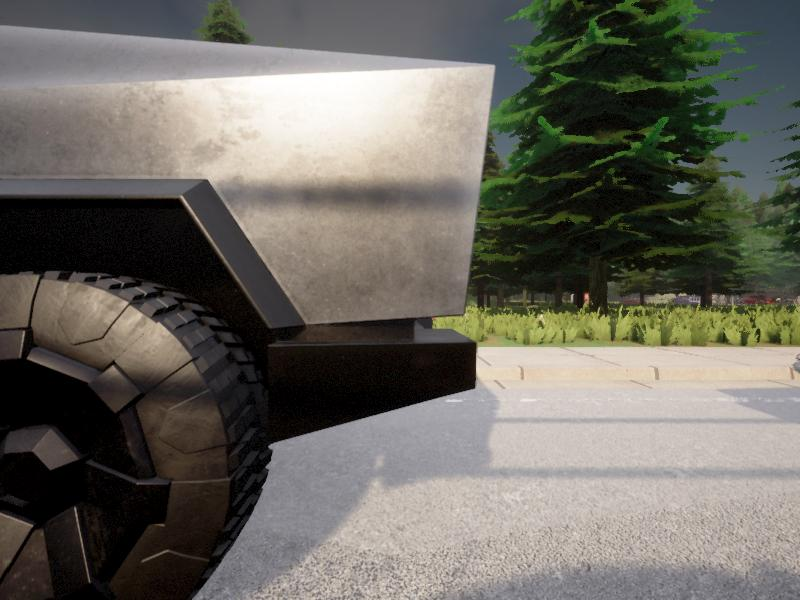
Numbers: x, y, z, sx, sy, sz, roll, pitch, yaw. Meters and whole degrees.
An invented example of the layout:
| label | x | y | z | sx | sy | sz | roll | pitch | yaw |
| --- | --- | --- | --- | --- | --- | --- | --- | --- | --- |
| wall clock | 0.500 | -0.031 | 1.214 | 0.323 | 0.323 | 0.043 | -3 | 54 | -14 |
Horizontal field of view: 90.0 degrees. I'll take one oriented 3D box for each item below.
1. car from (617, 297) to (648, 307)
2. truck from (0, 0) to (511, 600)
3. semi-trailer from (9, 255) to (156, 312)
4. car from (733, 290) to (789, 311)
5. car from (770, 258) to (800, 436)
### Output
| label | x | y | z | sx | sy | sz | roll | pitch | yaw |
| --- | --- | --- | --- | --- | --- | --- | --- | --- | --- |
| car | 34.733 | 0.243 | 59.907 | 1.812 | 1.442 | 4.674 | 0 | 0 | -3 |
| truck | -2.867 | -0.058 | 2.169 | 6.274 | 2.098 | 2.390 | 0 | 0 | 0 |
| semi-trailer | -28.970 | -1.245 | 38.111 | 2.717 | 4.402 | 14.254 | 0 | 0 | 0 |
| car | 34.712 | 0.020 | 38.624 | 1.905 | 1.878 | 3.866 | 0 | 0 | 1 |
| car | 5.288 | 0.344 | 2.233 | 4.718 | 1.301 | 1.895 | 0 | 0 | 0 |
